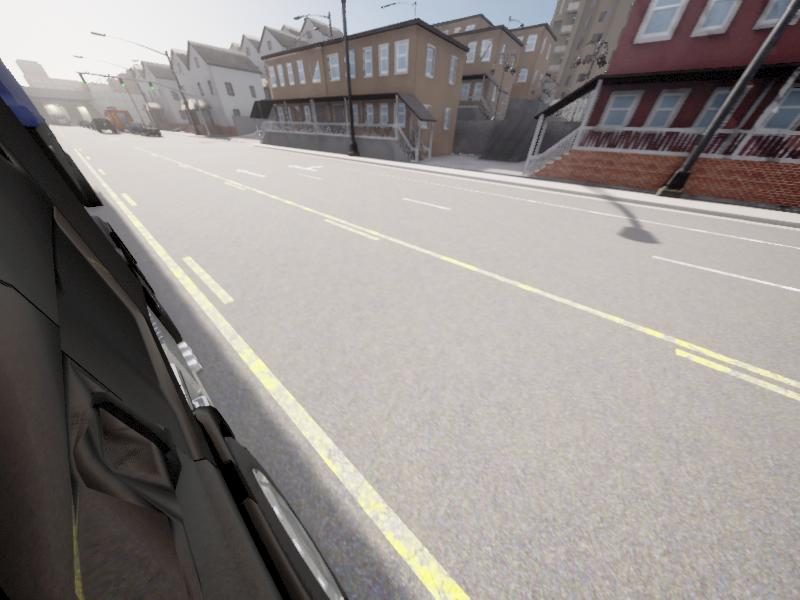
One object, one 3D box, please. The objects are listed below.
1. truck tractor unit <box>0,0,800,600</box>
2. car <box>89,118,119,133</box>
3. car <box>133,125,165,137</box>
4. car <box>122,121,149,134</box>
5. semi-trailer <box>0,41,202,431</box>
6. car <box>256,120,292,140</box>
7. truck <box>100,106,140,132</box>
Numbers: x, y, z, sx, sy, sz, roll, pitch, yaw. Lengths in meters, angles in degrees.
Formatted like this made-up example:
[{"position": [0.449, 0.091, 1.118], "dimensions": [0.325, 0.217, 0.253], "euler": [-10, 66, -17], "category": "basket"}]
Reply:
[{"position": [-2.645, -0.295, 0.352], "dimensions": [6.516, 4.208, 3.053], "euler": [28, 44, 30], "category": "truck tractor unit"}, {"position": [-51.956, -30.588, 40.486], "dimensions": [5.566, 2.045, 2.150], "euler": [27, 43, 31], "category": "car"}, {"position": [-39.161, -26.364, 36.017], "dimensions": [5.357, 1.411, 2.033], "euler": [26, 42, 28], "category": "car"}, {"position": [-46.708, -30.452, 40.803], "dimensions": [4.553, 1.767, 2.097], "euler": [27, 43, 30], "category": "car"}, {"position": [-8.723, -3.559, 4.244], "dimensions": [14.254, 4.402, 2.717], "euler": [28, 43, 30], "category": "semi-trailer"}, {"position": [-21.217, -28.889, 39.182], "dimensions": [1.882, 1.535, 5.008], "euler": [27, 58, 29], "category": "car"}, {"position": [-56.593, -36.450, 46.682], "dimensions": [8.468, 3.827, 2.891], "euler": [28, 43, 30], "category": "truck"}]
